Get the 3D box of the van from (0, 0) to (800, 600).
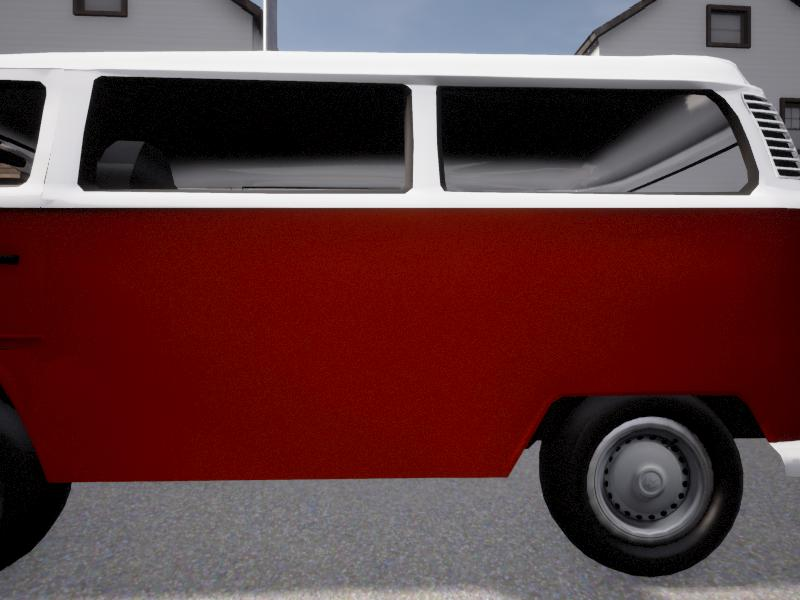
[{"bbox_3d":[-0.423,-0.028,2.192,4.480,2.038,2.069,0,0,-2],"label":"van"}]
